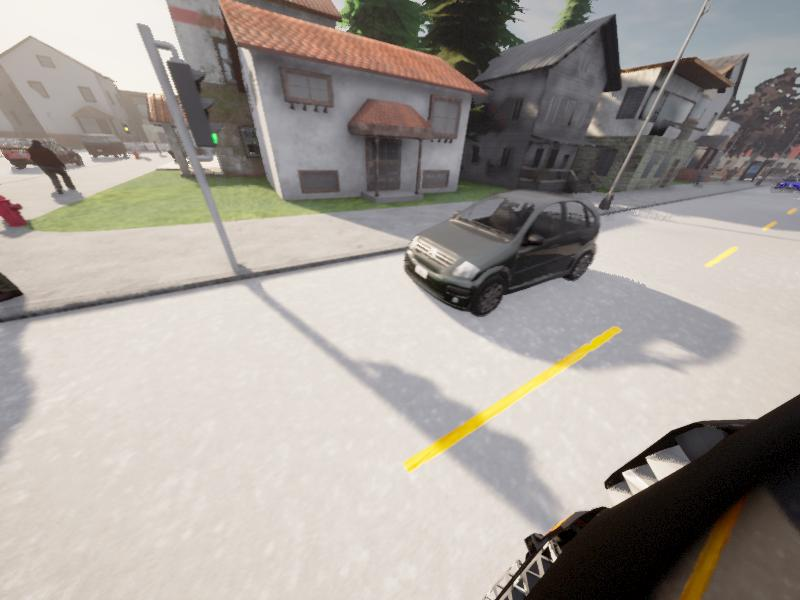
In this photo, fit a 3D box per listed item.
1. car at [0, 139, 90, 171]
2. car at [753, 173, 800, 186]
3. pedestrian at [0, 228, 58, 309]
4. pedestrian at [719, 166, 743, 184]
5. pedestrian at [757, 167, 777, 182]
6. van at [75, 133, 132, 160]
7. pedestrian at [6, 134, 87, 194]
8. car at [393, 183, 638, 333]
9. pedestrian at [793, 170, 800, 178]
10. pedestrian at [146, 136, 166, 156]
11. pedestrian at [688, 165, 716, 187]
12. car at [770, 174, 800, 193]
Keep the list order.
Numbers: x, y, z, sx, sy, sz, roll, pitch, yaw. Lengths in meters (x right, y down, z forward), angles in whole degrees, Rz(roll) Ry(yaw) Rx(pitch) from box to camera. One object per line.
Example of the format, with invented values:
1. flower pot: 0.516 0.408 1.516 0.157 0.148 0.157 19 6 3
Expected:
1. car: -23.786 -9.770 15.484 2.007 1.525 4.514 -16 38 -26
2. car: 62.518 -19.776 37.847 4.718 1.301 1.895 24 39 29
3. pedestrian: -5.654 -0.830 2.866 0.751 1.860 0.751 20 37 24
4. pedestrian: 40.302 -15.238 28.152 0.751 1.860 0.751 -16 38 -26
5. pedestrian: 54.095 -18.473 34.082 0.751 1.860 0.751 -20 40 -31
6. van: -29.159 -15.292 22.983 1.775 1.987 4.442 -16 38 -26
7. pedestrian: -13.233 -5.121 8.753 0.751 1.860 0.751 -16 38 -26
8. car: 2.074 -1.147 4.401 3.988 1.617 1.851 -16 38 -26
9. pedestrian: 96.288 -30.503 55.510 0.751 1.860 0.751 -9 35 -17
10. pedestrian: -28.235 -17.854 26.775 0.751 1.860 0.751 22 38 26
11. pedestrian: 30.535 -12.570 23.372 0.751 1.860 0.751 -11 36 -20
12. car: 43.204 -12.804 25.239 4.514 1.525 2.007 -16 38 -26
